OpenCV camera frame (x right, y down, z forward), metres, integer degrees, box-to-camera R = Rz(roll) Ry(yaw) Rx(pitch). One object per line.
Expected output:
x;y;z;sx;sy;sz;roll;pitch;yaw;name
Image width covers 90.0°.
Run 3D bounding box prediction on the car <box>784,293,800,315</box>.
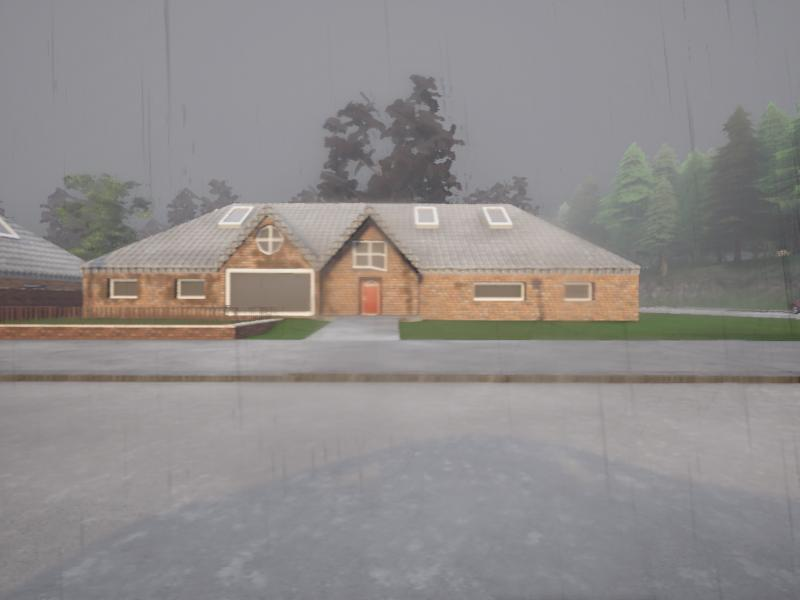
29.392;0.282;27.837;1.845;1.501;3.633;0;0;0;car
